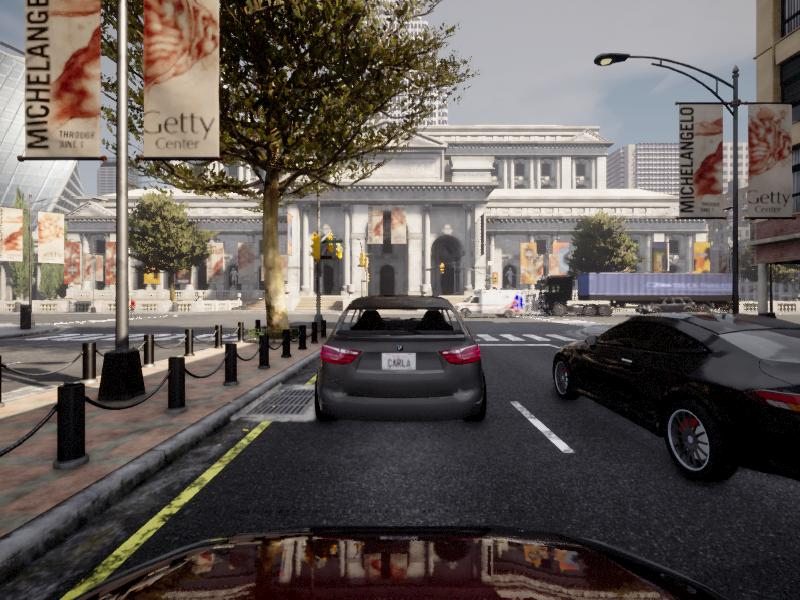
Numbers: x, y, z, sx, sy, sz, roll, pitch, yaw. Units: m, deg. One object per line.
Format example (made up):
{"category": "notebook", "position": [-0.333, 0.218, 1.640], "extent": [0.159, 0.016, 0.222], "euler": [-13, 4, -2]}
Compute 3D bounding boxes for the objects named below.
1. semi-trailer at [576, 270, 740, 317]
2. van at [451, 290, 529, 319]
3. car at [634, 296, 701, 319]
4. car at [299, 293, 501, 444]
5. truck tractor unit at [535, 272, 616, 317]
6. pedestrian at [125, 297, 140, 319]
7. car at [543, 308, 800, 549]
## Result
{"category": "semi-trailer", "position": [24.950, -0.618, 39.150], "extent": [14.254, 4.402, 2.717], "euler": [0, 0, 0]}
{"category": "van", "position": [7.868, 0.378, 35.345], "extent": [6.366, 2.431, 2.351], "euler": [0, 0, -6]}
{"category": "car", "position": [23.711, 0.646, 35.611], "extent": [4.605, 1.855, 1.932], "euler": [-1, 0, 0]}
{"category": "car", "position": [0.019, 0.756, 6.742], "extent": [2.242, 1.667, 4.611], "euler": [0, 0, 0]}
{"category": "truck tractor unit", "position": [17.038, -0.521, 39.160], "extent": [6.516, 4.208, 3.053], "euler": [0, 0, 0]}
{"category": "pedestrian", "position": [-22.712, 0.637, 33.966], "extent": [0.751, 1.860, 0.751], "euler": [0, 0, -2]}
{"category": "car", "position": [3.472, 0.870, 4.859], "extent": [1.812, 1.442, 4.674], "euler": [0, 0, 0]}
